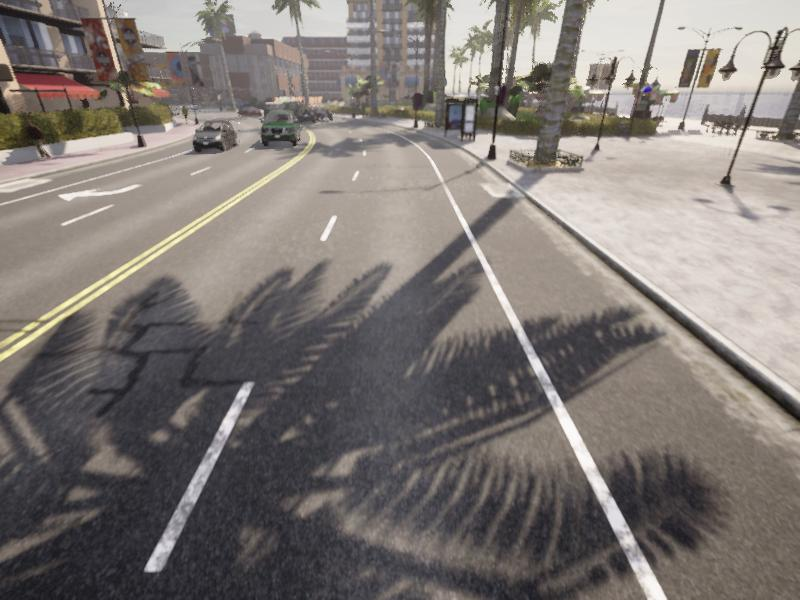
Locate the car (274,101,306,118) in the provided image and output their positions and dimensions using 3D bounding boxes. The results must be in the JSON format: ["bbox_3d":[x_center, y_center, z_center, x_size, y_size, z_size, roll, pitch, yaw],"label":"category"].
[{"bbox_3d":[-16.612,-28.740,60.293,2.150,2.045,5.566,-21,34,-35],"label":"car"}]

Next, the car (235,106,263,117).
[{"bbox_3d":[-23.505,-29.400,62.286,4.181,1.385,1.994,20,34,34],"label":"car"}]

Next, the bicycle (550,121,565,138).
[{"bbox_3d":[11.943,-12.975,30.423,0.373,1.024,1.643,0,27,-1],"label":"bicycle"}]

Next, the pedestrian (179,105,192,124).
[{"bbox_3d":[-23.021,-19.903,42.919,0.751,1.860,0.751,-14,30,-25],"label":"pedestrian"}]

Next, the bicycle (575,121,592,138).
[{"bbox_3d":[13.955,-12.990,30.452,0.373,1.024,1.643,0,27,-1],"label":"bicycle"}]

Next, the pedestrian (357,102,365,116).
[{"bbox_3d":[-5.893,-28.864,60.339,0.751,1.860,0.751,-17,32,-29],"label":"pedestrian"}]

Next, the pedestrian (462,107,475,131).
[{"bbox_3d":[5.882,-15.583,34.506,0.751,1.860,0.751,-6,28,-12],"label":"pedestrian"}]

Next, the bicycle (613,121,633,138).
[{"bbox_3d":[16.972,-13.014,30.496,0.373,1.024,1.643,0,27,-1],"label":"bicycle"}]

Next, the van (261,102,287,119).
[{"bbox_3d":[-17.765,-26.641,56.264,1.775,1.987,4.442,-19,33,-33],"label":"van"}]

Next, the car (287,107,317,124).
[{"bbox_3d":[-11.650,-21.890,47.366,2.242,1.667,4.611,-13,30,-23],"label":"car"}]

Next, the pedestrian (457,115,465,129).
[{"bbox_3d":[5.677,-16.699,37.506,0.500,1.100,0.500,-8,28,-15],"label":"pedestrian"}]

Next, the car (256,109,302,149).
[{"bbox_3d":[-8.028,-11.705,27.151,2.150,2.045,5.566,-4,27,-8],"label":"car"}]

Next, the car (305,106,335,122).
[{"bbox_3d":[-10.501,-24.300,52.111,2.152,1.651,5.027,-15,31,-26],"label":"car"}]

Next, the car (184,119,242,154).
[{"bbox_3d":[-11.187,-9.980,24.277,1.851,1.617,3.988,-3,27,-5],"label":"car"}]

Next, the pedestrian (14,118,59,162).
[{"bbox_3d":[-17.162,-7.561,18.914,0.751,1.860,0.751,1,27,2],"label":"pedestrian"}]
